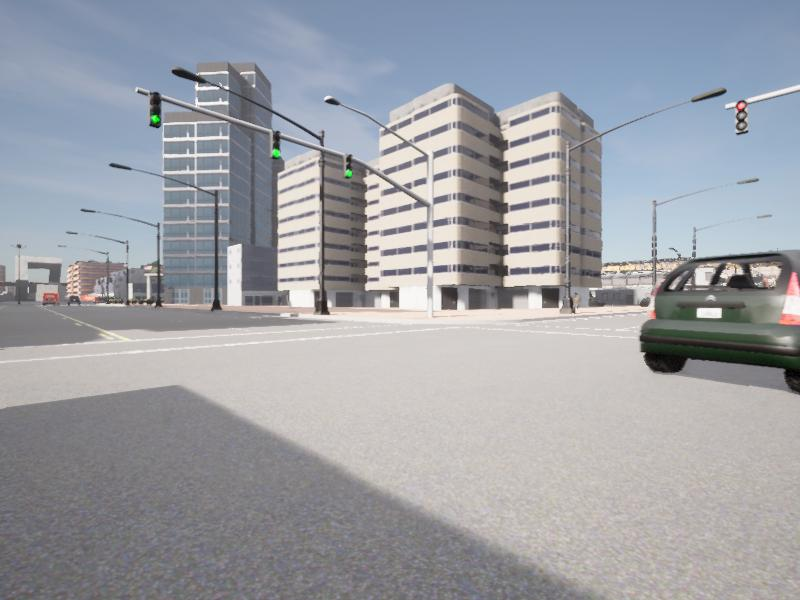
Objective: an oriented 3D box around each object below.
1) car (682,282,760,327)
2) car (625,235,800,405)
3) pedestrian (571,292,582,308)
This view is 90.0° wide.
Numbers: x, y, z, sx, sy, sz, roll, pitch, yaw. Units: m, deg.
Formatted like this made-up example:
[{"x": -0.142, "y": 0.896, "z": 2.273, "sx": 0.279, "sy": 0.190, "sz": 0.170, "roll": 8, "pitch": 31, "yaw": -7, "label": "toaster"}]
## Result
[{"x": 13.857, "y": 0.163, "z": 17.152, "sx": 5.238, "sy": 1.638, "sz": 1.930, "roll": 0, "pitch": 0, "yaw": -44, "label": "car"}, {"x": 5.219, "y": 0.186, "z": 5.451, "sx": 3.988, "sy": 1.617, "sz": 1.851, "roll": 0, "pitch": 0, "yaw": -27, "label": "car"}, {"x": 20.156, "y": -0.023, "z": 45.678, "sx": 0.751, "sy": 1.860, "sz": 0.751, "roll": 0, "pitch": 0, "yaw": -29, "label": "pedestrian"}]
